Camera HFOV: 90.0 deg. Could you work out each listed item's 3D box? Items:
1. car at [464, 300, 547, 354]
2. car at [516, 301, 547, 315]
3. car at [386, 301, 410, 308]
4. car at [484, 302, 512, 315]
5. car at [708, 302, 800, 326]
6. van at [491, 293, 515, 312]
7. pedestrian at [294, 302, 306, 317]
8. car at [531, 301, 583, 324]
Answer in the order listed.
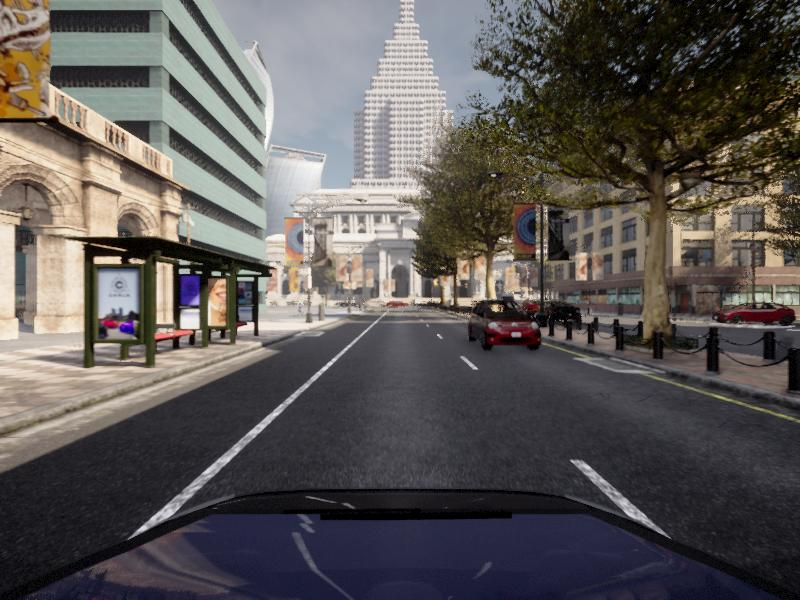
[{"bbox_3d":[3.494,0.797,13.983,1.851,1.617,3.988,0,0,0],"label":"car"},{"bbox_3d":[14.988,0.852,45.924,1.882,1.535,5.008,0,0,0],"label":"car"},{"bbox_3d":[-0.491,0.876,84.424,5.008,1.535,1.882,0,0,0],"label":"car"},{"bbox_3d":[11.486,0.923,47.225,2.033,1.411,5.357,0,0,0],"label":"car"},{"bbox_3d":[23.101,0.871,26.248,4.193,1.474,1.816,0,0,11],"label":"car"},{"bbox_3d":[14.985,0.360,58.452,1.988,2.561,5.915,0,0,0],"label":"van"},{"bbox_3d":[-8.557,0.787,34.249,0.751,1.300,0.751,0,0,4],"label":"pedestrian"},{"bbox_3d":[11.490,0.842,29.606,1.882,1.535,5.008,0,0,0],"label":"car"}]
